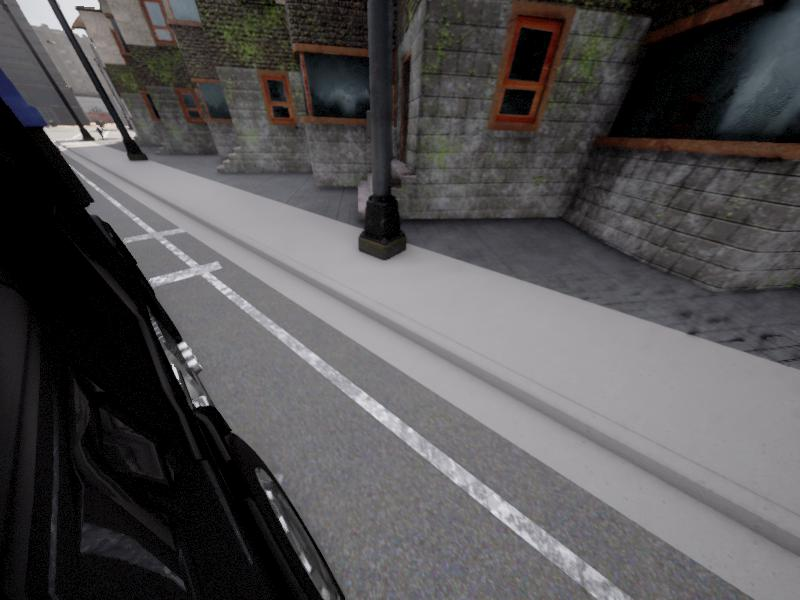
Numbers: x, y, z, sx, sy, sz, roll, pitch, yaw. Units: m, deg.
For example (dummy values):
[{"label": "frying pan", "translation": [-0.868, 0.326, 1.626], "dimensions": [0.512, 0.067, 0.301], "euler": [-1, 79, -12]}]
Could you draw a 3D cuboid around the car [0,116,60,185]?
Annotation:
[{"label": "car", "translation": [-16.722, -6.232, 9.430], "dimensions": [5.566, 2.045, 2.150], "euler": [24, 42, 28]}]

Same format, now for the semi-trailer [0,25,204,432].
[{"label": "semi-trailer", "translation": [-8.860, -3.467, 4.094], "dimensions": [14.254, 4.402, 2.717], "euler": [26, 43, 28]}]

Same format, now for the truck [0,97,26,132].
[{"label": "truck", "translation": [-58.528, -24.978, 30.913], "dimensions": [8.468, 3.827, 2.891], "euler": [-4, 37, -8]}]

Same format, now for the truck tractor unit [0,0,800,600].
[{"label": "truck tractor unit", "translation": [-2.645, -0.295, 0.351], "dimensions": [6.516, 4.208, 3.053], "euler": [28, 44, 30]}]

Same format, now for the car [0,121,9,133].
[{"label": "car", "translation": [-53.936, -22.213, 29.395], "dimensions": [3.806, 1.475, 1.970], "euler": [-3, 37, -8]}]

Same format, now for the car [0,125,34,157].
[{"label": "car", "translation": [-25.821, -10.282, 14.861], "dimensions": [4.674, 1.442, 1.812], "euler": [25, 42, 28]}]
